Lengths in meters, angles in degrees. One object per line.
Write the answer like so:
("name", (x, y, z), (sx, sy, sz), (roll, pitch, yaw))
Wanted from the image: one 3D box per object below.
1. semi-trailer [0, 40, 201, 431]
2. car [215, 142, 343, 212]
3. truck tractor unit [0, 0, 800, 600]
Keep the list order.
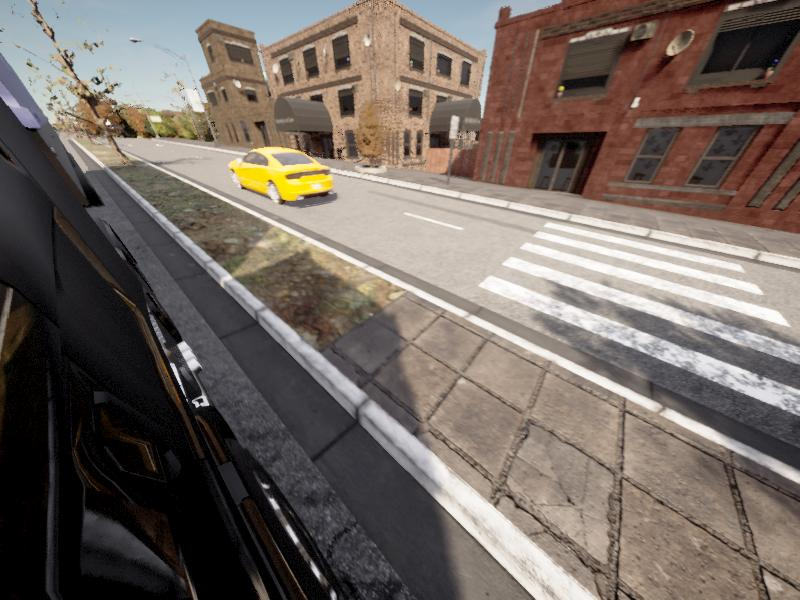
("semi-trailer", (-8.699, -3.581, 4.263), (14.254, 4.402, 2.717), (28, 43, 30))
("car", (-4.545, -4.767, 8.564), (5.008, 1.535, 1.882), (28, 43, 30))
("truck tractor unit", (-2.645, -0.295, 0.352), (6.516, 4.208, 3.053), (28, 44, 30))
